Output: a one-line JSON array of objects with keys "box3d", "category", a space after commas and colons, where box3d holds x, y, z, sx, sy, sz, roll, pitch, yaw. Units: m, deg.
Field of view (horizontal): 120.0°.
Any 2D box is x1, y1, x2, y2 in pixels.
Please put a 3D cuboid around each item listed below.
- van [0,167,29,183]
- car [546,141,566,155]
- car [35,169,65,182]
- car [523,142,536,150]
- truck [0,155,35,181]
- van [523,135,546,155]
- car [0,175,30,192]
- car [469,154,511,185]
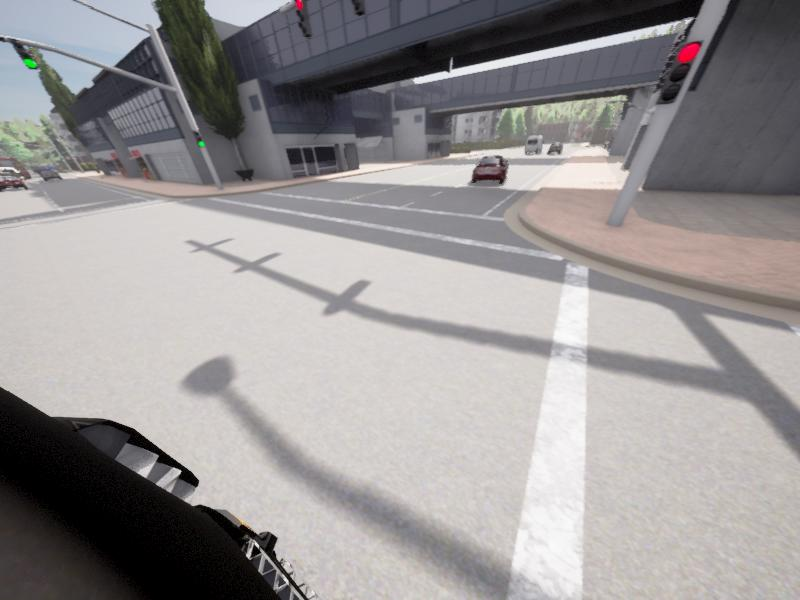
[{"box3d": [-63.944, -20.714, 38.124, 4.480, 2.038, 2.069, 20, 40, 30], "category": "van"}, {"box3d": [24.533, -23.933, 36.339, 1.851, 1.617, 3.988, 19, 39, 29], "category": "car"}, {"box3d": [-56.230, -20.048, 37.096, 5.357, 1.411, 2.033, 20, 40, 30], "category": "car"}, {"box3d": [31.270, -37.074, 55.560, 1.837, 1.490, 4.892, 17, 38, 27], "category": "car"}, {"box3d": [-72.100, -24.353, 42.591, 8.468, 3.827, 2.891, 17, 39, 27], "category": "truck"}, {"box3d": [23.011, -26.499, 39.457, 1.988, 2.561, 5.915, 19, 39, 29], "category": "van"}, {"box3d": [-42.356, -12.671, 25.056, 4.718, 1.301, 1.895, 20, 40, 30], "category": "car"}, {"box3d": [6.000, -8.672, 15.193, 1.994, 1.385, 4.181, 12, 36, 21], "category": "car"}]
